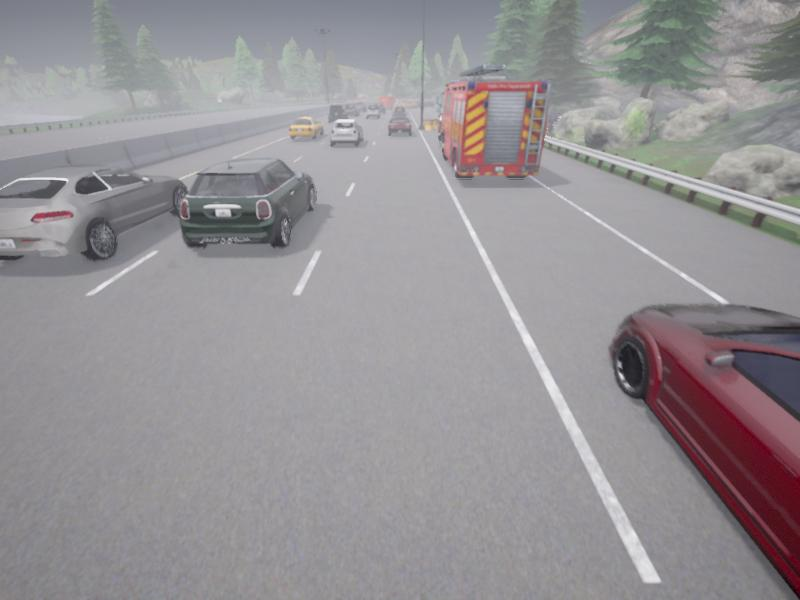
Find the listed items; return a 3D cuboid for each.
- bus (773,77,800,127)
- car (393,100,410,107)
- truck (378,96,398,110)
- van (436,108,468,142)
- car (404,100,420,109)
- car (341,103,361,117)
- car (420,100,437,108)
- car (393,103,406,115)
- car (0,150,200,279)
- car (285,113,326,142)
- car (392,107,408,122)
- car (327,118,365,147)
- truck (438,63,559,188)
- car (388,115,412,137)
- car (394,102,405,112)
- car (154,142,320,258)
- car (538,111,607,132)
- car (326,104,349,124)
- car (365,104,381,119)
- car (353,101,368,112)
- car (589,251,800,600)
[{"bbox_3d":[43.387,-19.008,38.455,10.273,4.253,3.944,-1,27,-2],"label":"bus"},{"bbox_3d":[0.351,-46.571,94.938,1.812,1.442,4.674,17,32,29],"label":"car"},{"bbox_3d":[-2.341,-39.971,81.086,2.627,2.467,5.204,7,28,13],"label":"truck"},{"bbox_3d":[3.795,-12.800,29.036,2.069,2.038,4.480,3,27,7],"label":"van"},{"bbox_3d":[2.615,-41.523,85.073,1.801,1.575,5.366,10,29,18],"label":"car"},{"bbox_3d":[-7.063,-27.456,57.809,2.242,1.667,4.611,0,28,0],"label":"car"},{"bbox_3d":[6.611,-45.143,92.090,1.837,1.490,4.892,17,32,29],"label":"car"},{"bbox_3d":[-0.077,-31.100,64.959,1.882,1.535,5.008,0,28,0],"label":"car"},{"bbox_3d":[-6.998,-2.266,9.207,2.152,1.651,5.027,0,27,0],"label":"car"},{"bbox_3d":[-7.000,-13.070,30.130,1.801,1.575,5.366,0,28,0],"label":"car"},{"bbox_3d":[-0.037,-21.899,47.194,1.845,1.501,3.633,0,27,0],"label":"car"},{"bbox_3d":[-3.494,-11.144,26.498,1.970,1.475,3.806,0,27,0],"label":"car"},{"bbox_3d":[3.514,-7.626,17.116,2.891,3.827,8.468,0,27,0],"label":"truck"},{"bbox_3d":[-0.006,-14.420,33.005,1.895,1.301,4.718,0,27,0],"label":"car"},{"bbox_3d":[-0.076,-34.898,72.289,1.801,1.575,5.366,1,27,1],"label":"car"},{"bbox_3d":[-3.497,-2.684,9.812,2.097,1.767,4.553,0,27,0],"label":"car"},{"bbox_3d":[15.139,-15.791,35.313,4.974,1.542,2.038,-1,27,-2],"label":"car"},{"bbox_3d":[-7.035,-21.141,45.374,1.905,1.878,3.866,0,28,0],"label":"car"},{"bbox_3d":[-3.549,-25.393,53.875,1.851,1.617,3.988,0,27,0],"label":"car"},{"bbox_3d":[-7.080,-34.833,72.081,2.033,1.649,4.856,1,27,1],"label":"car"},{"bbox_3d":[3.499,1.004,3.119,1.994,1.385,4.181,0,27,0],"label":"car"}]
